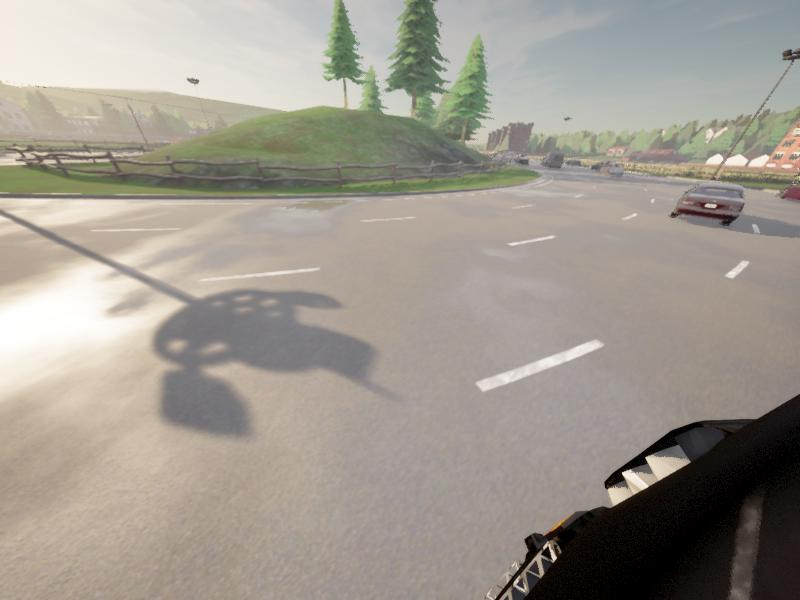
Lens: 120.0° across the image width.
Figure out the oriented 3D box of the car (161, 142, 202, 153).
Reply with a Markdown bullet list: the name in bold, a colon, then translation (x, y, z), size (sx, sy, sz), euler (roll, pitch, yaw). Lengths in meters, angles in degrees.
- **car**: translation (-38.707, -27.096, 41.131), size (2.038, 1.542, 4.974), euler (8, 34, 8)

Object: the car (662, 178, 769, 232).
- **car**: translation (13.989, -4.515, 10.497), size (5.357, 1.411, 2.033), euler (-25, 42, -35)

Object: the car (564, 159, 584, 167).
- **car**: translation (42.137, -33.336, 56.030), size (1.837, 1.490, 4.892), euler (8, 34, 9)

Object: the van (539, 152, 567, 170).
- **van**: translation (28.433, -26.113, 43.208), size (1.988, 2.561, 5.915), euler (8, 34, 8)

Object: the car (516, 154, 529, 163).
- **car**: translation (33.053, -38.102, 62.325), size (1.905, 1.878, 3.866), euler (8, 34, 9)

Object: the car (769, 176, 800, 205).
- **car**: translation (28.119, -7.334, 15.597), size (1.845, 1.501, 3.633), euler (21, 38, 25)

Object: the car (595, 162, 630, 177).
- **car**: translation (28.932, -17.876, 31.653), size (1.845, 1.501, 3.633), euler (10, 34, 10)

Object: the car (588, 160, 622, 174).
- **car**: translation (34.428, -22.546, 38.982), size (2.242, 1.667, 4.611), euler (8, 34, 8)

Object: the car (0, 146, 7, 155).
- **car**: translation (-43.125, -15.067, 22.251), size (1.932, 1.855, 4.605), euler (8, 34, 8)

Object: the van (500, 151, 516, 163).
- **van**: translation (30.071, -39.976, 64.455), size (2.351, 2.431, 6.366), euler (8, 34, 9)

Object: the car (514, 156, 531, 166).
- **car**: translation (26.514, -30.286, 50.229), size (1.930, 1.638, 5.238), euler (8, 34, 9)
